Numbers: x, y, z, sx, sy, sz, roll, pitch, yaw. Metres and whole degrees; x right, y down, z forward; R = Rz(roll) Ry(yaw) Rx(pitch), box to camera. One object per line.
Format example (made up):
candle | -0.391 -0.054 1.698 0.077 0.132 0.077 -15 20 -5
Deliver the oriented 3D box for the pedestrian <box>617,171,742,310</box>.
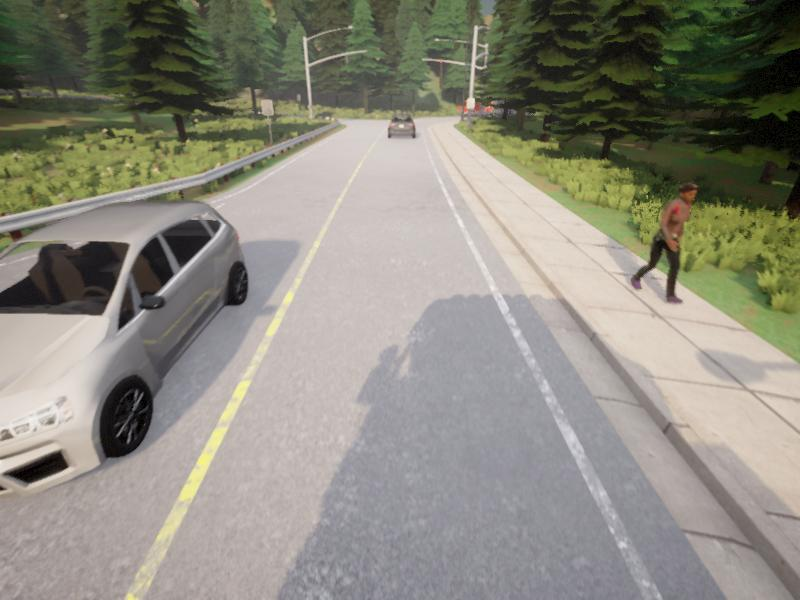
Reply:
pedestrian | 4.030 -0.874 5.927 0.751 1.860 0.751 -4 28 -9

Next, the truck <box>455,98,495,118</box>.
truck | 11.121 -28.678 59.661 5.204 2.467 2.627 -14 30 -25

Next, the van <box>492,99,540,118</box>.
van | 16.932 -28.060 58.566 6.366 2.431 2.351 -9 28 -18

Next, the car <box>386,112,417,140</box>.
car | 0.166 -13.785 31.534 2.242 1.667 4.611 1 27 1

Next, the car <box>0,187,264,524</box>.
car | -3.562 -0.032 4.812 2.242 1.667 4.611 0 27 0
